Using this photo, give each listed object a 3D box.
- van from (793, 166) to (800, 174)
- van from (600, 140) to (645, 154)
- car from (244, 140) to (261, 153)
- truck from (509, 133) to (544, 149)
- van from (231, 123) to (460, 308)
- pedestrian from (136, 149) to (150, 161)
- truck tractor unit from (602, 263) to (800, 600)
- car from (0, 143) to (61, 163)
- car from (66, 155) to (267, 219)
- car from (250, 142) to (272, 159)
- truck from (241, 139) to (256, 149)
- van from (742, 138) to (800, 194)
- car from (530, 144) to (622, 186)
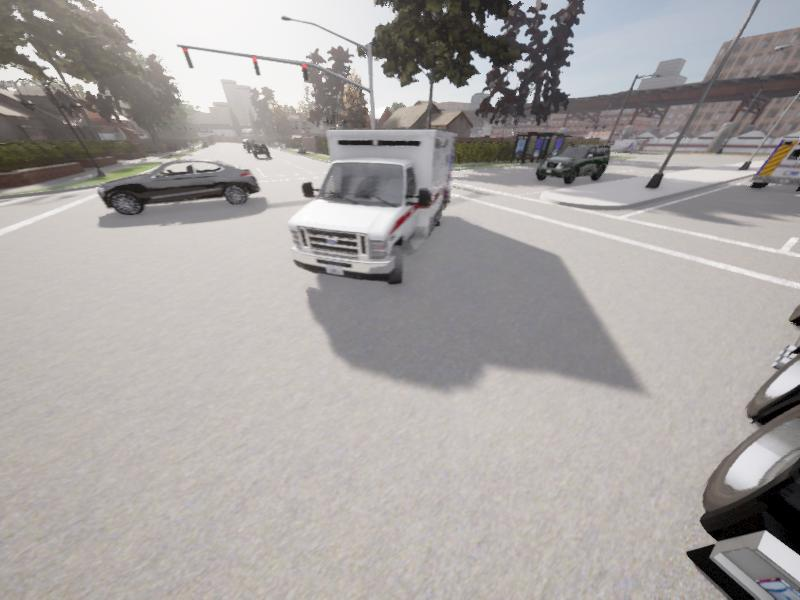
[{"bbox_3d":[38.102,-12.684,20.347,5.915,2.561,1.988,-18,39,-24],"label":"van"},{"bbox_3d":[48.446,-33.561,50.530,2.351,2.431,6.366,-18,39,-24],"label":"van"},{"bbox_3d":[-29.959,-31.326,46.972,2.150,2.045,5.566,-18,39,-25],"label":"car"},{"bbox_3d":[38.224,-48.520,70.425,2.891,3.827,8.468,-18,40,-24],"label":"truck"},{"bbox_3d":[-0.133,-2.800,5.902,2.351,2.431,6.366,10,36,14],"label":"van"},{"bbox_3d":[-27.903,-15.747,25.130,0.500,1.100,0.500,-17,39,-24],"label":"pedestrian"},{"bbox_3d":[5.108,-0.303,0.785,6.516,4.208,3.053,-18,39,-24],"label":"truck tractor unit"},{"bbox_3d":[-35.280,-13.610,21.363,3.806,1.475,1.970,-18,39,-24],"label":"car"},{"bbox_3d":[-8.487,-4.697,9.259,5.027,1.651,2.152,-18,39,-24],"label":"car"},{"bbox_3d":[-19.981,-21.542,33.144,1.932,1.855,4.605,-18,39,-25],"label":"car"},{"bbox_3d":[-39.509,-40.671,60.216,2.390,2.098,6.274,-18,39,-25],"label":"truck"},{"bbox_3d":[23.440,-7.856,13.377,6.366,2.431,2.351,-18,39,-25],"label":"van"},{"bbox_3d":[11.771,-9.174,15.501,5.566,2.045,2.150,-18,39,-24],"label":"car"}]
